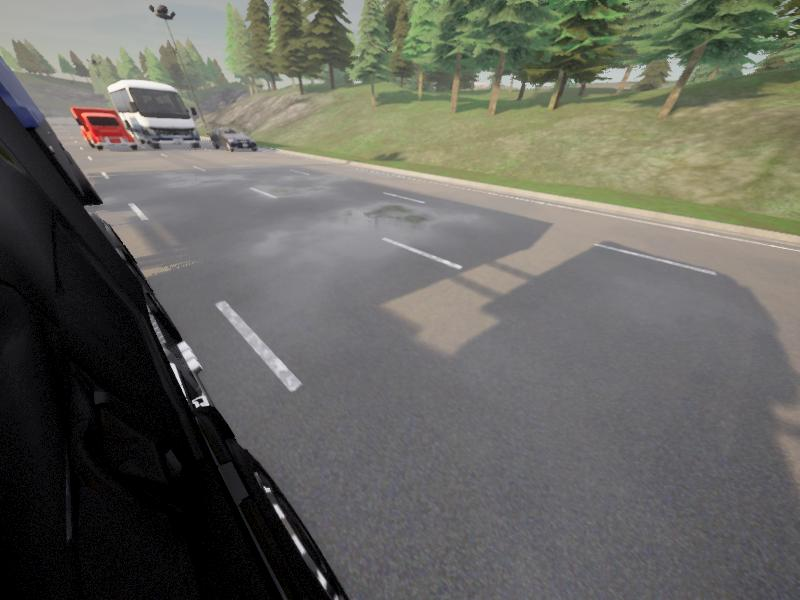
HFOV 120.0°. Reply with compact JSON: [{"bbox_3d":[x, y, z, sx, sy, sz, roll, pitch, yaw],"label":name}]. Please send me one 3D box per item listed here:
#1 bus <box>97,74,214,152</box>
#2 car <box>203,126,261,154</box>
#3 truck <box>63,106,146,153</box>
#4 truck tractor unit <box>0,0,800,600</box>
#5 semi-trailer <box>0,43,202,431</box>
[{"bbox_3d":[-21.067,-15.796,19.895,10.273,4.253,3.944,28,44,30],"label":"bus"},{"bbox_3d":[-14.483,-13.835,19.869,5.027,1.651,2.152,28,44,30],"label":"car"},{"bbox_3d":[-21.928,-12.682,17.175,5.204,2.467,2.627,28,44,30],"label":"truck"},{"bbox_3d":[-2.645,-0.295,0.352,6.516,4.208,3.053,28,44,30],"label":"truck tractor unit"},{"bbox_3d":[-8.708,-3.594,4.225,14.254,4.402,2.717,28,44,30],"label":"semi-trailer"}]
